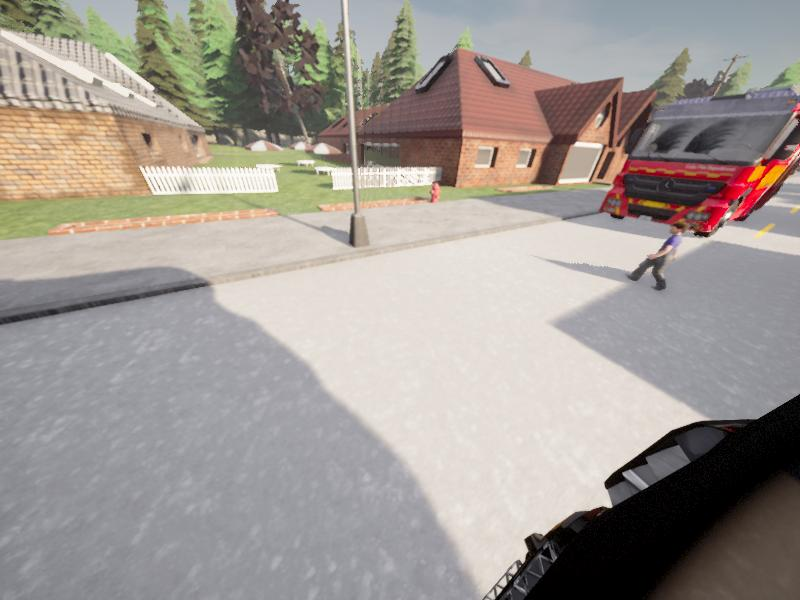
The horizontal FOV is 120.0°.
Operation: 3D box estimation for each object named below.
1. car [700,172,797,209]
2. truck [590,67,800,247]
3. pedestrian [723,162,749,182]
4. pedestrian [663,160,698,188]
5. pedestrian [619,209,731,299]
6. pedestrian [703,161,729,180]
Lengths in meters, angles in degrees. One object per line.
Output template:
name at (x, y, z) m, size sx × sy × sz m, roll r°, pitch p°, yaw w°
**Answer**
car at (20.526, -6.561, 13.602) m, size 4.902 × 1.511 × 2.128 m, roll -16°, pitch 38°, yaw -26°
truck at (11.649, -4.919, 8.506) m, size 8.468 × 3.827 × 2.891 m, roll -16°, pitch 38°, yaw -26°
pedestrian at (35.646, -13.576, 24.492) m, size 0.751 × 1.860 × 0.751 m, roll -22°, pitch 41°, yaw -32°
pedestrian at (21.454, -9.635, 17.705) m, size 0.751 × 1.860 × 0.751 m, roll -8°, pitch 35°, yaw -15°
pedestrian at (4.898, -0.860, 4.239) m, size 0.751 × 1.300 × 0.751 m, roll -28°, pitch 44°, yaw -37°
pedestrian at (34.941, -14.331, 25.574) m, size 0.751 × 1.860 × 0.751 m, roll -14°, pitch 37°, yaw -22°
